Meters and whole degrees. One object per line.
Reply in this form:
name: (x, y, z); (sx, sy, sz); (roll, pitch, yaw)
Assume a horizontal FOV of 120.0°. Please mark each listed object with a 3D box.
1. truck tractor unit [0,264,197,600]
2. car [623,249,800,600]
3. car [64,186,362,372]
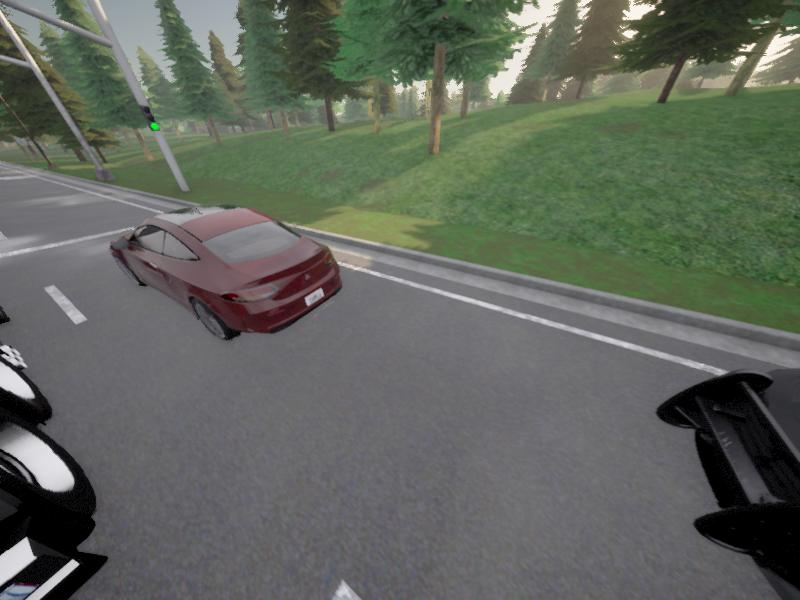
truck tractor unit: (-5.110, -0.304, 0.779); (6.516, 4.208, 3.053); (18, 39, 24)
car: (4.300, 1.500, 0.371); (5.238, 1.638, 1.930); (18, 39, 25)
car: (-3.144, -0.840, 3.964); (4.674, 1.442, 1.812); (18, 39, 24)
